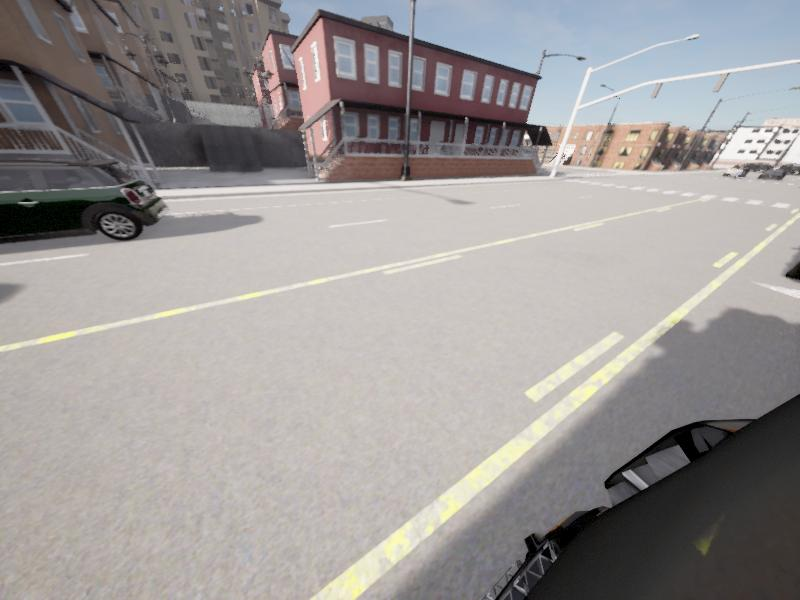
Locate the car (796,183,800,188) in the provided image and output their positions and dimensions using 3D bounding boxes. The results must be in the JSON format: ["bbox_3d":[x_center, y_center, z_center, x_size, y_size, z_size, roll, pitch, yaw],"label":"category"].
[{"bbox_3d":[44.069,-12.020,23.180,4.553,1.767,2.097,-2,34,-6],"label":"car"}]

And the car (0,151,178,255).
[{"bbox_3d":[-8.589,-2.288,5.243,4.553,1.767,2.097,-16,38,-26],"label":"car"}]

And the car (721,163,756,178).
[{"bbox_3d":[53.326,-20.434,36.392,4.605,1.855,1.932,-16,38,-26],"label":"car"}]

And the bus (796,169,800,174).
[{"bbox_3d":[96.047,-29.624,50.740,3.944,4.253,10.273,18,37,23],"label":"bus"}]

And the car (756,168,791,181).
[{"bbox_3d":[54.903,-18.459,33.949,4.181,1.385,1.994,-16,38,-26],"label":"car"}]

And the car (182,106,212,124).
[{"bbox_3d":[-36.736,-33.445,41.887,3.806,1.475,1.970,-5,32,-33],"label":"car"}]

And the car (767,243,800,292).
[{"bbox_3d":[10.568,-1.062,4.848,4.792,1.488,2.163,-16,38,-26],"label":"car"}]

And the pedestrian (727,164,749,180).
[{"bbox_3d":[45.326,-17.179,30.952,0.751,1.860,0.751,-15,37,-24],"label":"pedestrian"}]

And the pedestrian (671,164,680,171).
[{"bbox_3d":[50.441,-24.188,42.281,0.500,1.100,0.500,-10,35,-18],"label":"pedestrian"}]

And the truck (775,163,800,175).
[{"bbox_3d":[87.883,-29.284,51.682,2.390,2.098,6.274,28,41,34],"label":"truck"}]

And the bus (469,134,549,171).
[{"bbox_3d":[16.354,-23.084,35.979,3.944,4.253,10.273,-16,38,-26],"label":"bus"}]

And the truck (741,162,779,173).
[{"bbox_3d":[87.623,-32.381,56.347,2.390,2.098,6.274,21,38,25],"label":"truck"}]
